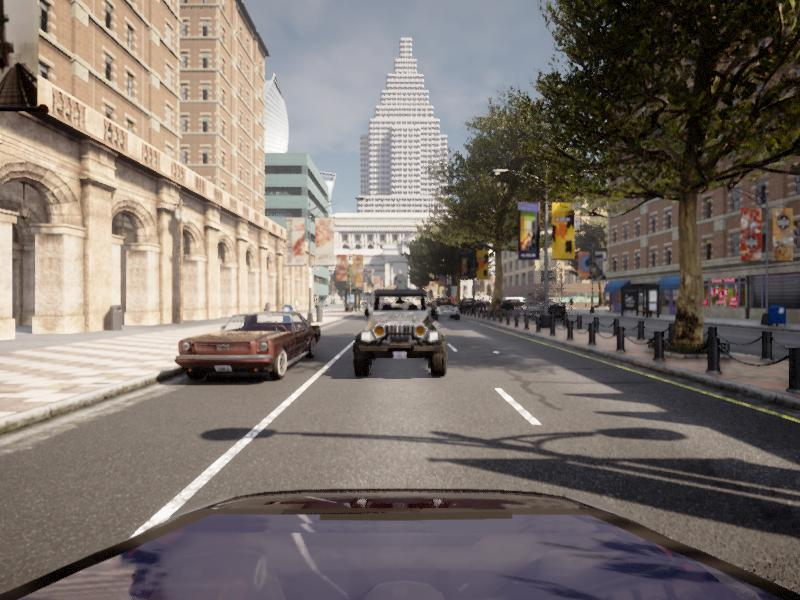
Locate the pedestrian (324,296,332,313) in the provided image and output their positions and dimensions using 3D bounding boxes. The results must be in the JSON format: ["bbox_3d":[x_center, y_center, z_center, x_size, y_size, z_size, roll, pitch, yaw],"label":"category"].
[{"bbox_3d":[-7.835,0.491,43.516,0.751,1.860,0.751,0,0,3],"label":"pedestrian"}]

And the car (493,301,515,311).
[{"bbox_3d":[15.000,0.852,57.814,1.837,1.490,4.892,0,0,0],"label":"car"}]

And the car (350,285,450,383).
[{"bbox_3d":[-0.001,0.647,9.622,1.905,1.878,3.866,0,0,0],"label":"car"}]

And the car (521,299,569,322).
[{"bbox_3d":[11.508,0.776,32.123,1.930,1.638,5.238,0,0,0],"label":"car"}]

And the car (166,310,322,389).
[{"bbox_3d":[-3.250,0.940,9.526,1.895,1.301,4.718,0,0,0],"label":"car"}]

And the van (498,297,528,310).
[{"bbox_3d":[19.043,0.584,67.544,4.480,2.038,2.069,0,0,43],"label":"van"}]

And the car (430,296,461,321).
[{"bbox_3d":[3.498,0.658,31.796,1.932,1.855,4.605,0,0,0],"label":"car"}]

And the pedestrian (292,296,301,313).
[{"bbox_3d":[-11.879,0.492,45.814,0.751,1.860,0.751,0,0,8],"label":"pedestrian"}]
